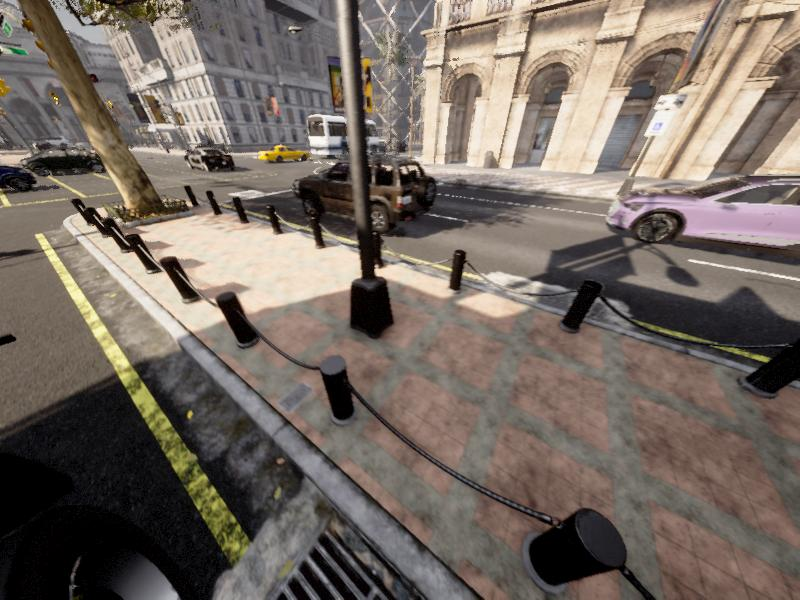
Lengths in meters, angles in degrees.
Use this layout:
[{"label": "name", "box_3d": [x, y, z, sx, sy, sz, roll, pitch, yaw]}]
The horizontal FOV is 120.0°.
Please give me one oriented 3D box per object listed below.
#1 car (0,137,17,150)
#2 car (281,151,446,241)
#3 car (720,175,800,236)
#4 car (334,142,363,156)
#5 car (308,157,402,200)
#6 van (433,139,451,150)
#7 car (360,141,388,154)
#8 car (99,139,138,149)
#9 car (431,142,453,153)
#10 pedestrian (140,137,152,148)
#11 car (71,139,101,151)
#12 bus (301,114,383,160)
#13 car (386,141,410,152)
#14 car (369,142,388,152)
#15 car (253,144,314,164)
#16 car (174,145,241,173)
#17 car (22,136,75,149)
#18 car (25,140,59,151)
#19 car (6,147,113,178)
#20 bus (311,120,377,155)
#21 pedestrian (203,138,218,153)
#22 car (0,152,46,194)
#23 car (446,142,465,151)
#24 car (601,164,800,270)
[{"label": "car", "box_3d": [-71.772, -27.211, 40.250, 4.605, 1.855, 1.932, -10, 36, -14]}, {"label": "car", "box_3d": [-1.197, -3.487, 7.213, 4.605, 1.855, 1.932, 21, 40, 27]}, {"label": "car", "box_3d": [13.030, -2.387, 6.283, 4.718, 1.301, 1.895, 21, 40, 27]}, {"label": "car", "box_3d": [-7.748, -23.082, 35.205, 1.851, 1.617, 3.988, 21, 40, 27]}, {"label": "car", "box_3d": [-2.196, -6.088, 11.344, 4.181, 1.385, 1.994, 21, 40, 27]}, {"label": "van", "box_3d": [9.273, -34.179, 50.733, 2.069, 2.038, 4.480, 21, 40, 27]}, {"label": "car", "box_3d": [-4.295, -26.096, 39.458, 2.242, 1.667, 4.611, 21, 40, 27]}, {"label": "car", "box_3d": [-59.913, -33.316, 49.316, 2.242, 1.667, 4.611, 5, 35, 6]}, {"label": "car", "box_3d": [7.996, -29.264, 44.231, 2.163, 1.488, 4.792, 21, 40, 27]}, {"label": "pedestrian", "box_3d": [-50.688, -31.366, 46.045, 0.751, 1.860, 0.751, 22, 41, 28]}, {"label": "car", "box_3d": [-56.993, -28.216, 42.031, 2.152, 1.651, 5.027, -27, 44, -33]}, {"label": "bus", "box_3d": [-6.967, -21.302, 30.390, 3.944, 4.253, 10.273, 21, 40, 27]}, {"label": "car", "box_3d": [-0.335, -29.465, 44.301, 1.930, 1.638, 5.238, 21, 40, 27]}, {"label": "car", "box_3d": [-4.084, -29.839, 44.894, 1.845, 1.501, 3.633, 21, 40, 27]}, {"label": "car", "box_3d": [-12.214, -15.664, 24.660, 1.801, 1.575, 5.366, 23, 41, 29]}, {"label": "car", "box_3d": [-15.383, -11.333, 18.432, 5.238, 1.638, 1.930, 21, 40, 27]}, {"label": "car", "box_3d": [-71.634, -32.233, 47.237, 2.150, 2.045, 5.566, 22, 40, 27]}, {"label": "car", "box_3d": [-62.142, -26.832, 40.102, 4.974, 1.542, 2.038, 18, 39, 23]}, {"label": "car", "box_3d": [-23.262, -9.592, 15.967, 1.789, 1.549, 3.705, 21, 40, 27]}, {"label": "bus", "box_3d": [-8.734, -26.825, 38.213, 3.944, 4.253, 10.273, 21, 40, 27]}, {"label": "pedestrian", "box_3d": [-27.879, -22.743, 34.014, 0.751, 1.860, 0.751, 17, 38, 22]}, {"label": "car", "box_3d": [-19.492, -5.546, 10.261, 1.789, 1.549, 3.705, 21, 40, 27]}, {"label": "car", "box_3d": [11.743, -32.465, 48.768, 2.007, 1.525, 4.514, 21, 40, 27]}, {"label": "car", "box_3d": [8.278, -2.119, 5.580, 4.856, 1.649, 2.033, 21, 40, 27]}]
